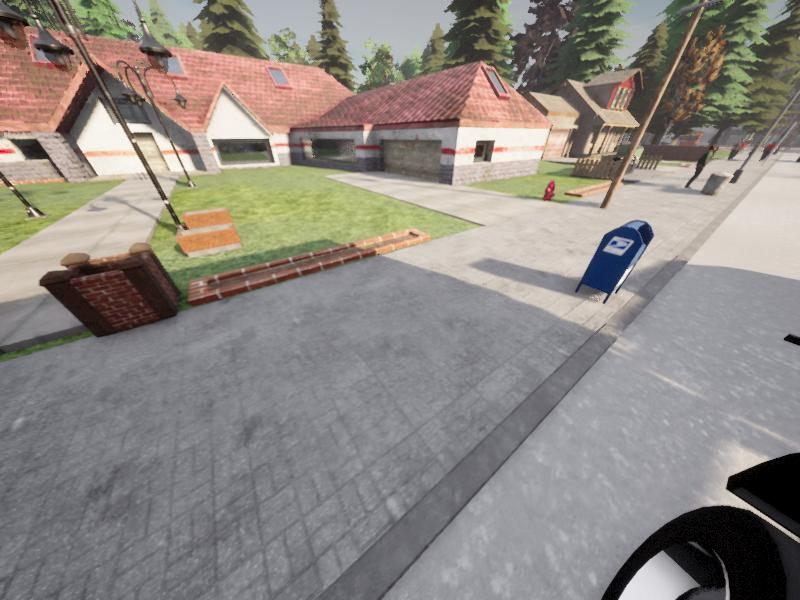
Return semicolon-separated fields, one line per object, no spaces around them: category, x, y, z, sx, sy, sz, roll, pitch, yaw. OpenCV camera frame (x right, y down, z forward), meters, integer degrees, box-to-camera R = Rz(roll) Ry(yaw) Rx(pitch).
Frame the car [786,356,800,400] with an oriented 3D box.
car;6.619;0.137;2.231;4.605;1.855;1.932;-16;38;-25

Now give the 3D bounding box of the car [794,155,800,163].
car;42.808;-14.953;23.712;4.193;1.474;1.816;-22;41;-28

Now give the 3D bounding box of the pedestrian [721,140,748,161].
pedestrian;35.067;-15.693;24.218;0.751;1.860;0.751;-22;41;-28

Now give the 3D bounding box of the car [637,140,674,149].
car;57.316;-34.931;51.827;2.152;1.651;5.027;-22;41;-28

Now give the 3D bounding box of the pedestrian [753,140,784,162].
pedestrian;36.513;-14.767;22.905;0.751;1.860;0.751;-21;40;-27

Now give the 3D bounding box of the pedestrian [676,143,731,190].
pedestrian;14.520;-6.416;11.132;0.751;1.860;0.751;26;43;32

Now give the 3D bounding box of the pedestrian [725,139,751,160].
pedestrian;37.183;-16.558;25.438;0.751;1.860;0.751;-22;41;-28
